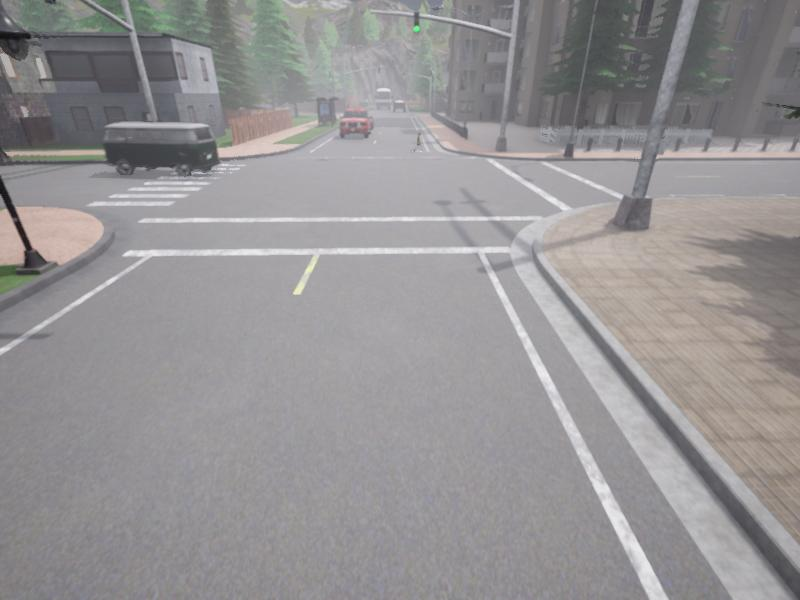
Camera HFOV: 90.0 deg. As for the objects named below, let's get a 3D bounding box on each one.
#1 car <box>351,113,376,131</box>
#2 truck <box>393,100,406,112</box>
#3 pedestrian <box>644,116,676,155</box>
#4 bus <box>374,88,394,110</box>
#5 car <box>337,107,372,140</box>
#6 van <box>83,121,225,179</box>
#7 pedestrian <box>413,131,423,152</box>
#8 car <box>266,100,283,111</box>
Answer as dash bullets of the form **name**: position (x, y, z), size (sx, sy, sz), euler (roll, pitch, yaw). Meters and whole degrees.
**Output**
- **car**: position (-3.553, -17.699, 39.610), size (1.994, 1.385, 4.181), euler (0, 27, 0)
- **truck**: position (-0.108, -39.216, 80.757), size (2.390, 2.098, 6.274), euler (0, 27, 0)
- **pedestrian**: position (13.979, -8.865, 21.578), size (0.751, 1.860, 0.751), euler (-1, 27, -1)
- **bus**: position (-3.500, -45.617, 90.861), size (3.944, 4.253, 10.273), euler (0, 27, 0)
- **car**: position (-3.541, -14.351, 32.341), size (2.150, 2.045, 5.566), euler (0, 27, 0)
- **van**: position (-10.015, -6.262, 16.578), size (4.442, 1.987, 1.775), euler (3, 27, 6)
- **pedestrian**: position (1.068, -9.304, 23.513), size (0.500, 1.100, 0.500), euler (-3, 27, -6)
- **car**: position (-25.128, -39.111, 80.358), size (1.932, 1.855, 4.605), euler (-1, 27, -1)
